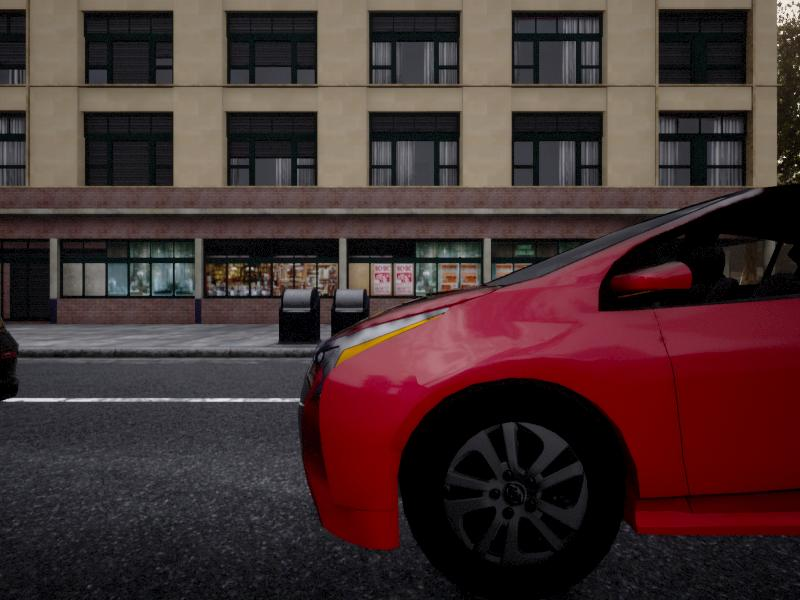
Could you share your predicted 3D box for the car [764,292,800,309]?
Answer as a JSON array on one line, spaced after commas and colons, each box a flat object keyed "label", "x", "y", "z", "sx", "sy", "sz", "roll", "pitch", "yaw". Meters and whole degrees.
[{"label": "car", "x": 42.436, "y": 0.046, "z": 43.539, "sx": 3.866, "sy": 1.878, "sz": 1.905, "roll": 0, "pitch": 0, "yaw": -1}]

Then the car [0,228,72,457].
[{"label": "car", "x": -4.859, "y": 0.270, "z": 2.172, "sx": 4.674, "sy": 1.442, "sz": 1.812, "roll": 0, "pitch": 0, "yaw": 0}]

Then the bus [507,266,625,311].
[{"label": "bus", "x": 16.397, "y": -1.132, "z": 40.253, "sx": 10.273, "sy": 4.253, "sz": 3.944, "roll": 0, "pitch": 0, "yaw": 0}]

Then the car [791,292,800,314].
[{"label": "car", "x": 29.894, "y": 0.201, "z": 26.977, "sx": 1.801, "sy": 1.575, "sz": 5.366, "roll": 0, "pitch": 0, "yaw": -1}]

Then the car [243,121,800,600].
[{"label": "car", "x": 1.791, "y": 0.228, "z": 2.195, "sx": 4.514, "sy": 1.525, "sz": 2.007, "roll": 0, "pitch": 0, "yaw": 0}]
